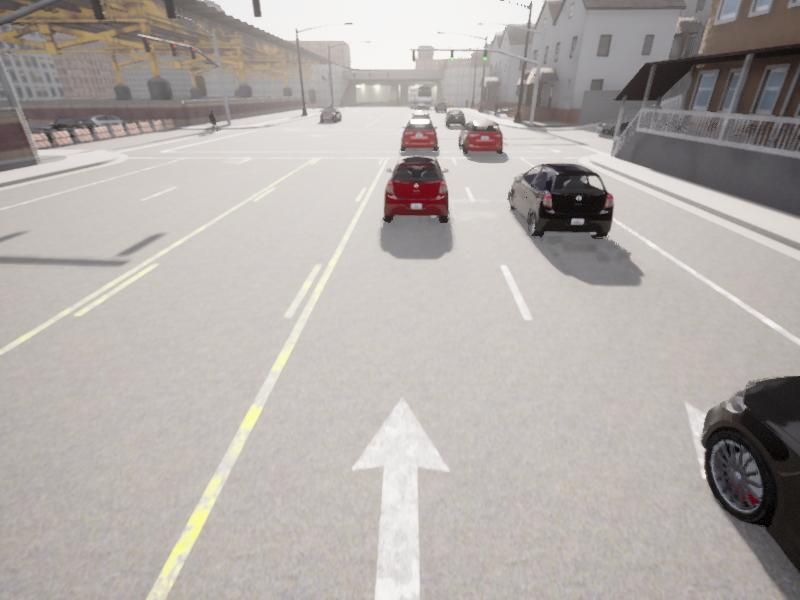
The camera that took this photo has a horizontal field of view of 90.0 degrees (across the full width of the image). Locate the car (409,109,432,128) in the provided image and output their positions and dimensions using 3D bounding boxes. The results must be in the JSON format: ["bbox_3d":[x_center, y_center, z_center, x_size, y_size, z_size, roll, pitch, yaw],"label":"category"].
[{"bbox_3d":[2.106,-18.588,40.816,2.128,1.511,4.902,1,27,3],"label":"car"}]

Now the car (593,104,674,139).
[{"bbox_3d":[17.721,-13.678,30.611,4.856,1.649,2.033,-7,27,6],"label":"car"}]

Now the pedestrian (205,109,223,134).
[{"bbox_3d":[-15.677,-15.055,33.701,0.751,1.860,0.751,3,28,7],"label":"pedestrian"}]

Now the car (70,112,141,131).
[{"bbox_3d":[-25.513,-15.609,34.850,1.853,1.218,4.536,15,31,28],"label":"car"}]

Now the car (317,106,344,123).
[{"bbox_3d":[-8.070,-21.777,46.933,2.033,1.649,4.856,1,27,3],"label":"car"}]

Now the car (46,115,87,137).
[{"bbox_3d":[-24.989,-13.168,30.132,1.853,1.218,4.536,-17,32,-29],"label":"car"}]

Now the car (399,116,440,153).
[{"bbox_3d":[1.206,-10.220,24.493,2.242,1.667,4.611,1,28,3],"label":"car"}]

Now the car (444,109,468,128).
[{"bbox_3d":[5.601,-18.506,40.623,2.007,1.525,4.514,1,28,3],"label":"car"}]

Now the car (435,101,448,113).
[{"bbox_3d":[7.208,-33.703,69.824,2.033,1.649,4.856,1,27,3],"label":"car"}]

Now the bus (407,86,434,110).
[{"bbox_3d":[4.223,-43.228,85.402,3.944,4.253,10.273,-4,28,-7],"label":"bus"}]

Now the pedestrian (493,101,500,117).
[{"bbox_3d":[12.761,-25.333,52.999,0.751,1.860,0.751,4,28,8],"label":"pedestrian"}]

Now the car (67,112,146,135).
[{"bbox_3d":[-25.486,-15.489,34.962,2.038,1.542,4.974,15,31,28],"label":"car"}]

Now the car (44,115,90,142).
[{"bbox_3d":[-24.959,-13.009,30.167,2.038,1.542,4.974,-17,32,-29],"label":"car"}]

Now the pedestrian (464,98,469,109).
[{"bbox_3d":[13.327,-39.190,79.783,0.751,1.860,0.751,6,28,12],"label":"pedestrian"}]

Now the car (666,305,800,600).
[{"bbox_3d":[3.443,1.775,1.552,1.812,1.442,4.674,1,28,3],"label":"car"}]

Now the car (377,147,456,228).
[{"bbox_3d":[0.482,-3.326,11.333,1.845,1.501,3.633,1,27,3],"label":"car"}]

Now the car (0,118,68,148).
[{"bbox_3d":[-25.173,-10.892,26.079,4.974,1.542,2.038,-24,36,-38],"label":"car"}]

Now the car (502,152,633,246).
[{"bbox_3d":[3.922,-2.727,10.154,1.845,1.501,3.633,1,28,3],"label":"car"}]

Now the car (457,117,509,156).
[{"bbox_3d":[4.643,-9.561,23.200,2.242,1.667,4.611,1,28,3],"label":"car"}]
